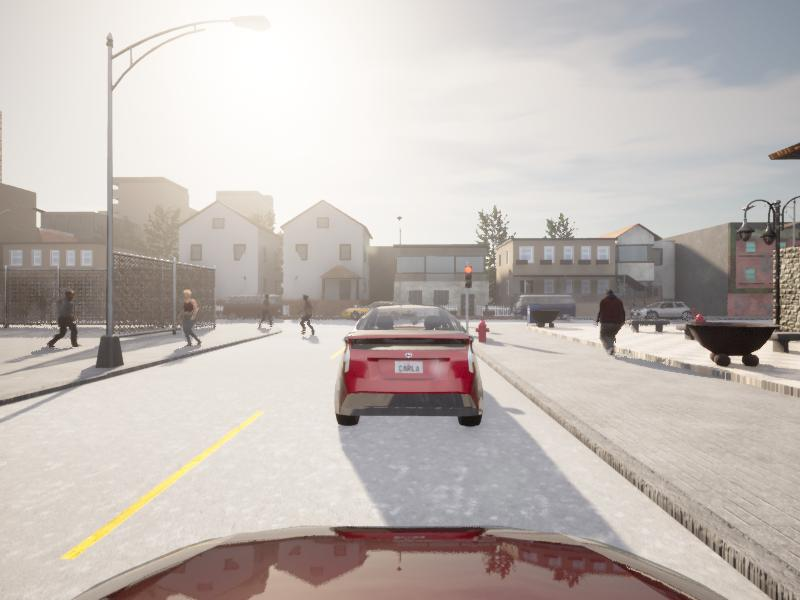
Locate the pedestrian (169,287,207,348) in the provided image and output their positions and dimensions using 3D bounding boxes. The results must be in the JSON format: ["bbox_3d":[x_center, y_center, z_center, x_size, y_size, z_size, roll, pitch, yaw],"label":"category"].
[{"bbox_3d":[-6.627,0.534,12.553,0.751,1.860,0.751,0,0,11],"label":"pedestrian"}]

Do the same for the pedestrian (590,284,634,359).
[{"bbox_3d":[5.399,0.525,10.230,0.751,1.860,0.751,0,0,1],"label":"pedestrian"}]

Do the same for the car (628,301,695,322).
[{"bbox_3d":[19.632,0.853,30.182,3.806,1.475,1.970,0,0,1],"label":"car"}]

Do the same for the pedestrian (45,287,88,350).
[{"bbox_3d":[-10.142,0.536,12.192,0.751,1.860,0.751,0,0,-11],"label":"pedestrian"}]

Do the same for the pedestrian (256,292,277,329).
[{"bbox_3d":[-6.877,0.534,20.643,0.751,1.860,0.751,0,0,22],"label":"pedestrian"}]

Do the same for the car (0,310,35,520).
[{"bbox_3d":[-4.006,0.836,0.742,2.128,1.511,4.902,0,0,1],"label":"car"}]

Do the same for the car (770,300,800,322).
[{"bbox_3d":[31.260,0.801,29.925,5.366,1.575,1.801,0,0,1],"label":"car"}]

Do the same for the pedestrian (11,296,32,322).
[{"bbox_3d":[-26.816,0.637,28.368,0.751,1.860,0.751,0,0,-3],"label":"pedestrian"}]

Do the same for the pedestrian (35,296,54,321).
[{"bbox_3d":[-27.069,0.637,30.456,0.751,1.860,0.751,0,0,0],"label":"pedestrian"}]

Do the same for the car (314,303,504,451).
[{"bbox_3d":[0.137,0.828,6.489,2.007,1.525,4.514,0,0,1],"label":"car"}]

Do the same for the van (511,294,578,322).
[{"bbox_3d":[10.867,0.596,30.376,4.442,1.987,1.775,0,0,1],"label":"van"}]

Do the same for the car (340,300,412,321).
[{"bbox_3d":[-1.743,0.801,30.655,5.366,1.575,1.801,0,0,1],"label":"car"}]

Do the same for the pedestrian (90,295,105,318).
[{"bbox_3d":[-25.512,0.533,33.765,0.751,1.860,0.751,0,0,-8],"label":"pedestrian"}]

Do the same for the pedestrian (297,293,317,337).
[{"bbox_3d":[-4.024,0.637,17.205,0.751,1.860,0.751,0,0,-20],"label":"pedestrian"}]

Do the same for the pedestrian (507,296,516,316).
[{"bbox_3d":[10.087,0.533,36.202,0.751,1.860,0.751,0,0,9],"label":"pedestrian"}]

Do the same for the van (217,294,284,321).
[{"bbox_3d":[-11.396,0.596,30.708,4.442,1.987,1.775,0,0,4],"label":"van"}]
